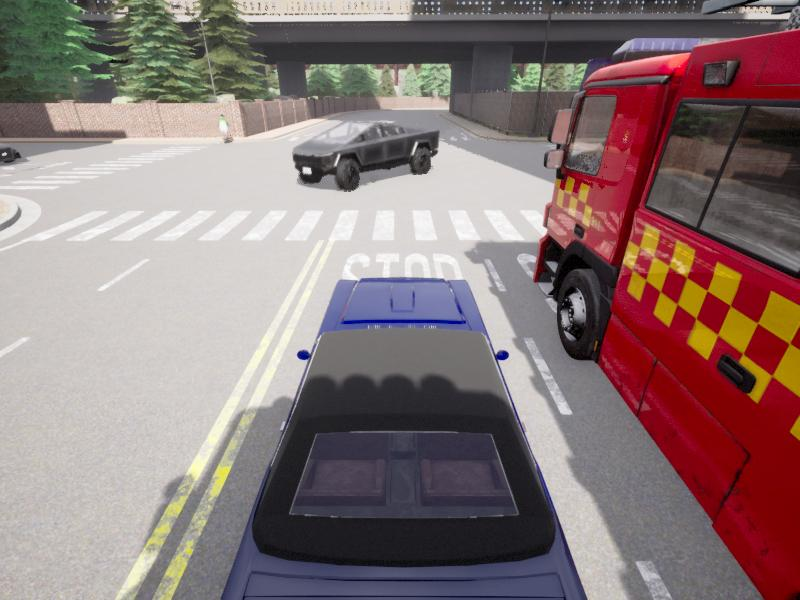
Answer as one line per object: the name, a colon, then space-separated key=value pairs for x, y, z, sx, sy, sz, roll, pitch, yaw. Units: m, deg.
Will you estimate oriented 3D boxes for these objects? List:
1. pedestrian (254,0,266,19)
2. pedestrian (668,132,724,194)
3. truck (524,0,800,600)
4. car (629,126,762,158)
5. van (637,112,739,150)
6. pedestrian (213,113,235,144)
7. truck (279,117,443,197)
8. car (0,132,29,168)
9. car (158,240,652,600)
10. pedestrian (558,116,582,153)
pedestrian: x=-14.333 y=-30.017 z=41.014 sx=0.751 sy=1.860 sz=0.751 roll=0 pitch=27 yaw=1
pedestrian: x=9.815 y=-4.573 z=13.323 sx=0.751 sy=1.860 sz=0.751 roll=1 pitch=27 yaw=3
truck: x=3.527 y=0.165 z=2.116 sx=2.891 sy=3.827 sz=8.468 roll=0 pitch=27 yaw=0
car: x=15.759 y=-8.536 z=21.607 sx=5.357 sy=1.411 sz=2.033 roll=0 pitch=27 yaw=0
van: x=17.553 y=-10.396 z=24.582 sx=4.442 sy=1.987 sz=1.775 roll=0 pitch=27 yaw=0
pedestrian: x=-11.799 y=-11.522 z=26.866 sx=0.751 sy=1.860 sz=0.751 roll=1 pitch=27 yaw=1
truck: x=-1.153 y=-5.749 z=15.421 sx=2.390 sy=2.098 sz=6.274 roll=20 pitch=33 yaw=35
car: x=-20.351 y=-6.919 z=18.489 sx=4.181 sy=1.385 sz=1.994 roll=-1 pitch=27 yaw=-1
car: x=0.025 y=0.861 z=3.528 sx=1.895 sy=1.301 sz=4.718 roll=0 pitch=27 yaw=0
pedestrian: x=9.595 y=-9.330 z=22.595 sx=0.751 sy=1.860 sz=0.751 roll=1 pitch=27 yaw=2
